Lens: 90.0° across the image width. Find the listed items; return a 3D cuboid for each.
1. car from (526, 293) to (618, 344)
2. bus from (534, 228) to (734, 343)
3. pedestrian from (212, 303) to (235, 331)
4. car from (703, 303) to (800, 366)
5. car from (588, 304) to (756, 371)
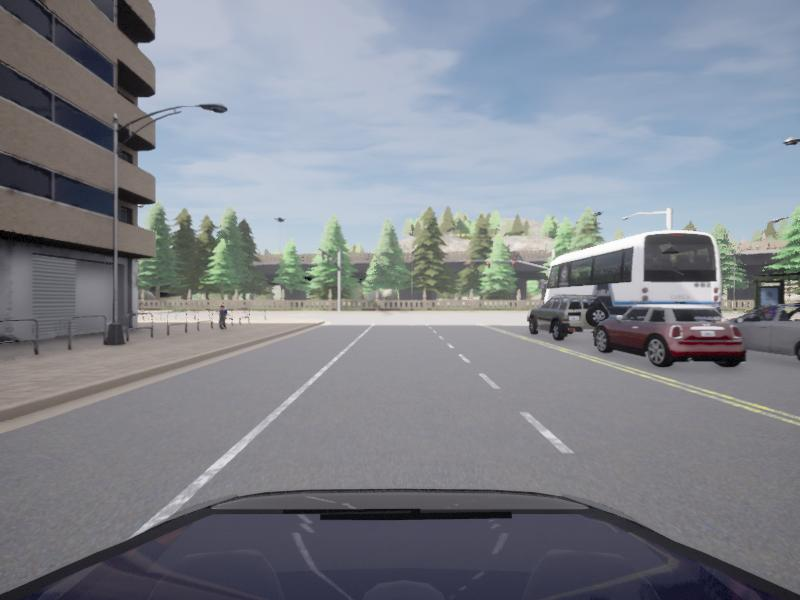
[{"bbox_3d":[7.006,0.666,16.904,1.932,1.855,4.605,0,0,0],"label":"car"},{"bbox_3d":[10.386,-0.518,19.946,3.944,4.253,10.273,0,0,0],"label":"bus"},{"bbox_3d":[-8.318,0.783,18.878,0.751,1.300,0.751,0,0,1],"label":"pedestrian"},{"bbox_3d":[10.512,0.836,10.830,1.845,1.501,3.633,0,0,0],"label":"car"},{"bbox_3d":[7.001,0.863,10.886,1.970,1.475,3.806,0,0,0],"label":"car"}]
